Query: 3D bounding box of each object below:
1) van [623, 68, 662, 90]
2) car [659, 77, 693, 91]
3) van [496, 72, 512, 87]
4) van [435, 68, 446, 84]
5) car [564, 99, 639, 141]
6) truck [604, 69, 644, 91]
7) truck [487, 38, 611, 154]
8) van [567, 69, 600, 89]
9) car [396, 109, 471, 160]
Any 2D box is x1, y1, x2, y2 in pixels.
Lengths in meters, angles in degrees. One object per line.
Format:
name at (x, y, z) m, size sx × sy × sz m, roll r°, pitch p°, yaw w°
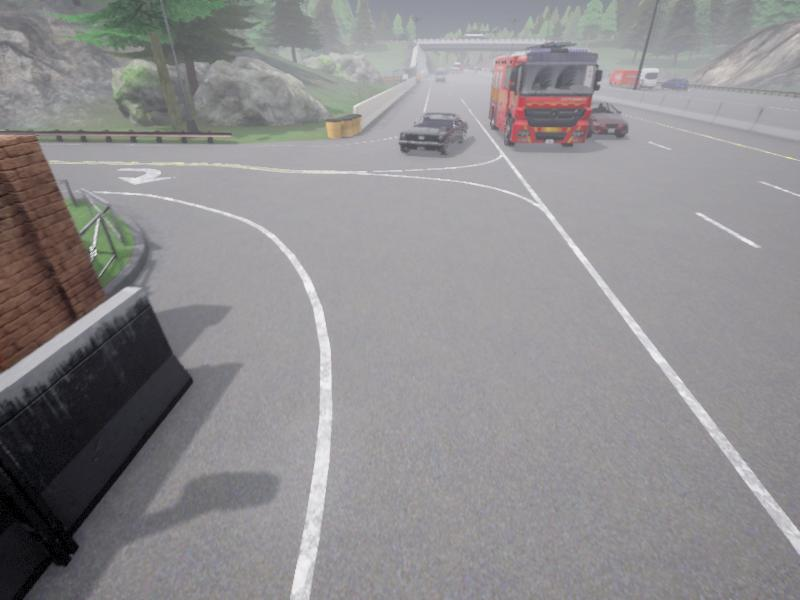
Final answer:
van at (34.121, -31.234, 56.517) m, size 1.988 × 2.561 × 5.915 m, roll 2°, pitch 30°, yaw 4°
car at (37.409, -29.347, 54.344) m, size 1.816 × 1.474 × 4.193 m, roll 2°, pitch 30°, yaw 4°
van at (17.528, -37.200, 67.424) m, size 1.775 × 1.987 × 4.442 m, roll 2°, pitch 30°, yaw 4°
van at (8.022, -44.156, 78.797) m, size 1.988 × 2.561 × 5.915 m, roll 2°, pitch 30°, yaw 4°
car at (9.756, -8.970, 19.777) m, size 1.816 × 1.474 × 4.193 m, roll 2°, pitch 30°, yaw 4°
truck at (30.436, -30.068, 54.658) m, size 2.627 × 2.467 × 5.204 m, roll 2°, pitch 30°, yaw 4°
truck at (6.148, -9.560, 18.489) m, size 2.891 × 3.827 × 8.468 m, roll 2°, pitch 30°, yaw 4°
van at (27.418, -33.241, 60.139) m, size 2.351 × 2.431 × 6.366 m, roll 2°, pitch 30°, yaw 4°
car at (1.538, -7.037, 16.720) m, size 1.895 × 1.301 × 4.718 m, roll 10°, pitch 32°, yaw 17°
